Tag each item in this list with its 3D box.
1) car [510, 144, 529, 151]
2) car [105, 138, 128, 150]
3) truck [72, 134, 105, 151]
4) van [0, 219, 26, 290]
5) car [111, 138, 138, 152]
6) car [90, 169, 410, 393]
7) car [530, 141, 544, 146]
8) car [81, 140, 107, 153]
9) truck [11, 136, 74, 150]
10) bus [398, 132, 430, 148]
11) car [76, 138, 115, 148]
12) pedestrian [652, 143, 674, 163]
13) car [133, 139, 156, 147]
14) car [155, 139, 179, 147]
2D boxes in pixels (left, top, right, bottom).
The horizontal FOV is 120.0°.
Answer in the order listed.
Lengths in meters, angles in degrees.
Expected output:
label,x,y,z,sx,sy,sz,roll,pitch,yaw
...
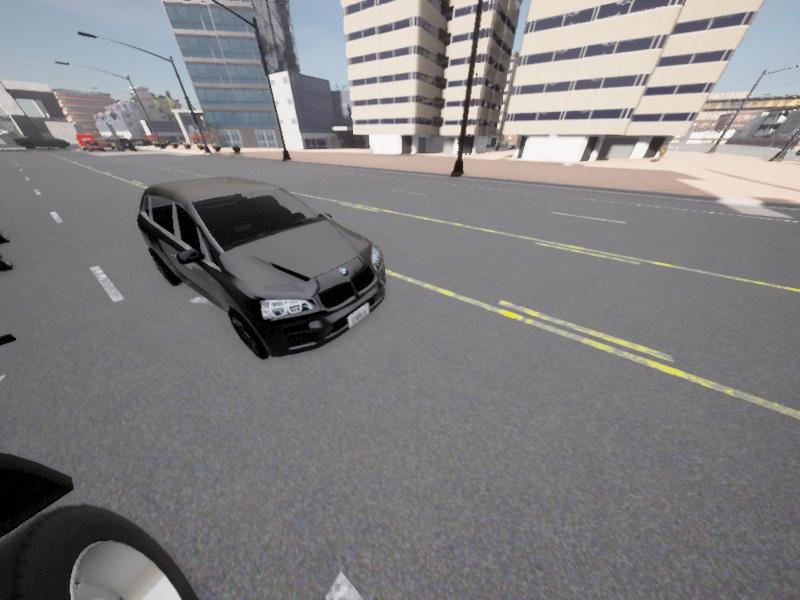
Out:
label,x,y,z,sx,sy,sz,roll,pitch,yaw
car,33.004,-42.200,63.824,4.193,1.474,1.816,20,40,27
car,-54.481,-30.011,44.442,4.605,1.855,1.932,27,43,33
truck,-57.331,-29.036,42.541,5.204,2.467,2.627,28,44,32
van,-9.320,-1.456,4.181,4.442,1.987,1.775,22,41,28
car,-47.831,-26.921,40.106,3.866,1.878,1.905,23,41,28
car,-2.401,-0.973,3.825,4.611,1.667,2.242,22,41,28
car,49.544,-56.500,83.598,3.806,1.475,1.970,20,40,28
car,-51.354,-25.785,38.768,3.988,1.617,1.851,25,42,31
truck,-67.833,-29.914,44.009,2.390,2.098,6.274,23,41,29
bus,4.825,-56.605,81.712,10.273,4.253,3.944,22,40,26
car,-67.511,-34.890,51.341,2.097,1.767,4.553,8,36,10
pedestrian,29.569,-16.573,25.981,0.751,1.860,0.751,-25,42,-31
car,-63.705,-39.250,57.740,1.789,1.549,3.705,-5,36,-8
car,-65.071,-43.944,64.584,2.152,1.651,5.027,-4,35,-6
